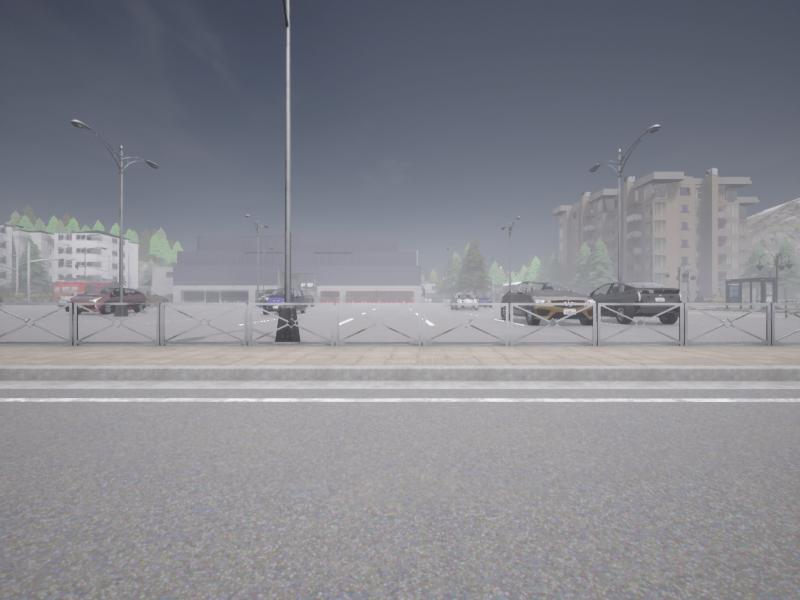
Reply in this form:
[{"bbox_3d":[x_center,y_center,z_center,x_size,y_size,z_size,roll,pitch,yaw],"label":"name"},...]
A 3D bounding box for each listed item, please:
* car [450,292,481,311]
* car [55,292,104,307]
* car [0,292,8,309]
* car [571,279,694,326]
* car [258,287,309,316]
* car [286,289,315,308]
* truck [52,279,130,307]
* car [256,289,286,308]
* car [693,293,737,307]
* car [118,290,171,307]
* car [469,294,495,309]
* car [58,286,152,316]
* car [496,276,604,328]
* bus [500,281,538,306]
[{"bbox_3d":[5.426,0.128,33.796,1.970,1.475,3.806,0,0,0],"label":"car"},{"bbox_3d":[-32.319,-0.024,40.485,1.970,1.475,3.806,0,0,0],"label":"car"},{"bbox_3d":[-35.957,0.041,33.423,2.007,1.523,4.514,0,0,0],"label":"car"},{"bbox_3d":[8.481,0.083,15.194,2.007,1.523,4.514,0,0,0],"label":"car"},{"bbox_3d":[-6.528,0.063,22.762,1.845,1.501,3.633,0,0,0],"label":"car"},{"bbox_3d":[-10.205,-0.159,41.299,1.932,1.855,4.605,0,0,0],"label":"car"},{"bbox_3d":[-42.344,-0.940,54.934,8.468,3.827,2.891,0,0,0],"label":"truck"},{"bbox_3d":[-13.109,-0.180,40.877,1.905,1.878,3.866,0,0,0],"label":"car"},{"bbox_3d":[43.405,0.037,55.233,4.605,1.855,1.932,0,0,0],"label":"car"},{"bbox_3d":[-25.903,-0.103,40.831,2.152,1.636,5.027,0,0,0],"label":"car"},{"bbox_3d":[8.379,0.117,41.228,1.845,1.501,3.633,0,0,0],"label":"car"},{"bbox_3d":[-16.521,0.041,22.769,2.007,1.523,4.514,0,0,0],"label":"car"},{"bbox_3d":[5.345,0.074,15.130,2.152,1.636,5.027,0,0,0],"label":"car"},{"bbox_3d":[22.008,-1.139,74.763,3.944,4.253,10.273,0,0,-1],"label":"bus"}]
